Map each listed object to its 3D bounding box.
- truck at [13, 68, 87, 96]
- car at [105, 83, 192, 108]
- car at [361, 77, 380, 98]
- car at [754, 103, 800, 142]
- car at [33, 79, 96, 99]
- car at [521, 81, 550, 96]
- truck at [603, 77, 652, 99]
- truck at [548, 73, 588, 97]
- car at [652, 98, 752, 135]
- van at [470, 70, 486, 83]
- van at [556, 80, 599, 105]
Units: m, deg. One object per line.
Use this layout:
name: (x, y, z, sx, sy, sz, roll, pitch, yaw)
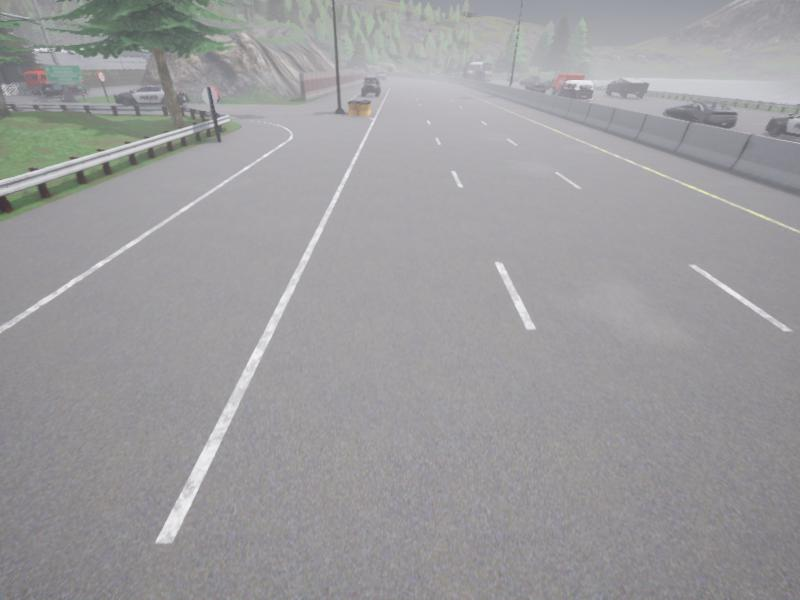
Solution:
truck: (-36.885, -23.218, 42.487, 2.627, 2.467, 5.204, 3, 30, 3)
car: (-18.711, -15.361, 30.000, 4.974, 1.542, 2.038, 0, 30, 0)
car: (-3.370, -24.418, 45.884, 1.905, 1.878, 3.866, 1, 30, 0)
car: (21.066, -8.819, 20.094, 2.038, 1.542, 4.974, 1, 30, 0)
car: (-33.469, -21.220, 40.124, 2.163, 1.488, 4.792, 1, 30, 0)
car: (17.641, -27.672, 52.362, 2.128, 1.511, 4.902, 1, 30, 0)
truck: (28.139, -26.413, 49.804, 2.390, 2.098, 6.274, 1, 30, 0)
truck: (21.144, -27.213, 50.649, 2.627, 2.467, 5.204, 1, 30, 0)
car: (17.574, -10.941, 23.667, 2.128, 1.511, 4.902, 1, 30, 0)
van: (17.415, -50.206, 89.816, 1.988, 2.561, 5.915, -1, 30, -4)
van: (17.619, -20.784, 39.990, 2.069, 2.038, 4.480, 1, 30, 0)
